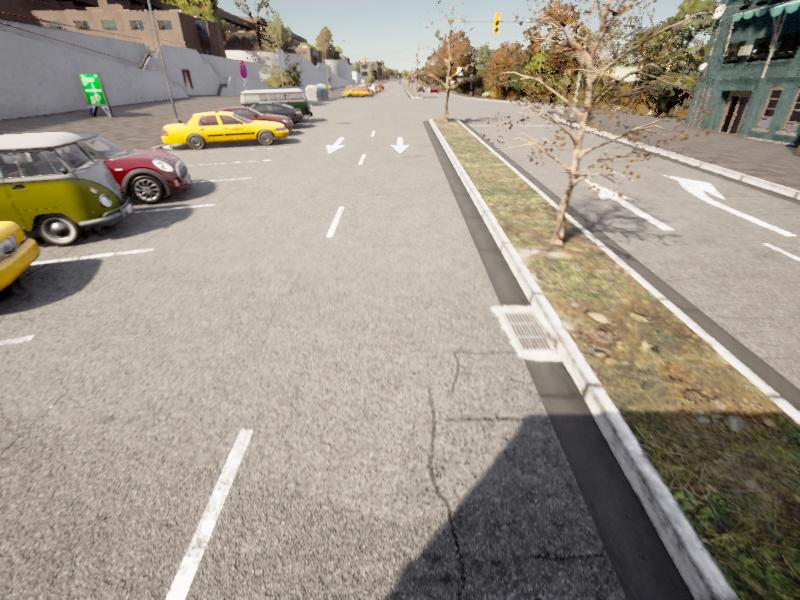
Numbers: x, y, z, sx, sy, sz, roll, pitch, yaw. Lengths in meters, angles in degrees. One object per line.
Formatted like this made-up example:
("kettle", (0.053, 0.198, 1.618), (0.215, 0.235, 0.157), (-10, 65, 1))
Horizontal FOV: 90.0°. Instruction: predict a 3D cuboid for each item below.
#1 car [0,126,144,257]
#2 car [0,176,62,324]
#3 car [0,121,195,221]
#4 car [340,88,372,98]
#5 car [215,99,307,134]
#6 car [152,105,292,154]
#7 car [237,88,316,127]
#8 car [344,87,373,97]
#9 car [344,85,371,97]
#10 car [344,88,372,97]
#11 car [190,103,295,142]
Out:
("car", (-7.957, -2.079, 7.745), (4.442, 1.987, 1.878), (-11, 31, -17))
("car", (-8.236, -0.341, 5.179), (5.366, 1.575, 1.946), (-11, 32, -17))
("car", (-8.093, -3.450, 10.332), (4.553, 1.767, 2.185), (-11, 31, -17))
("car", (-7.858, -37.247, 71.889), (5.366, 1.575, 1.946), (-11, 30, -17))
("car", (-8.050, -10.737, 23.326), (4.674, 1.452, 2.002), (-11, 32, -17))
("car", (-7.884, -7.840, 18.201), (5.366, 1.575, 1.946), (-11, 31, -17))
("car", (-7.947, -12.477, 25.814), (4.442, 1.987, 1.878), (-11, 31, -17))
("car", (-8.200, -41.459, 79.633), (5.366, 1.575, 1.946), (-11, 30, -17))
("car", (-7.923, -38.857, 74.381), (4.442, 1.987, 1.878), (-11, 30, -17))
("car", (-8.054, -40.031, 77.074), (4.792, 1.488, 2.163), (-11, 30, -17))
("car", (-8.058, -9.254, 20.749), (4.674, 1.452, 2.002), (-11, 31, -17))
